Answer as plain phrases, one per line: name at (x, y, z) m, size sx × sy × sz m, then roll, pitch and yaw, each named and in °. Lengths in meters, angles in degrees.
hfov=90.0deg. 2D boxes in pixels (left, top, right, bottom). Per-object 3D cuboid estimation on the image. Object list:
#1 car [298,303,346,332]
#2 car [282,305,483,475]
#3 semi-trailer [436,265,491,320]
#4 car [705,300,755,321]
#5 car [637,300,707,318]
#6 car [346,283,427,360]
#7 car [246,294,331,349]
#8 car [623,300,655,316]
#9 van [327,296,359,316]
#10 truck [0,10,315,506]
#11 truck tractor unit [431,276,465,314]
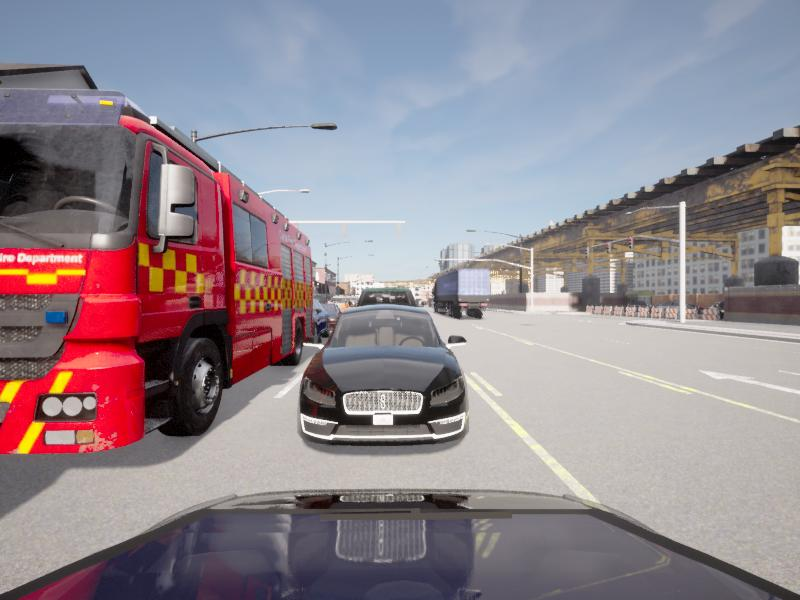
car at (-4.248, 0.897, 22.560) m, size 2.033 × 1.411 × 5.357 m, roll 0°, pitch 0°, yaw -4°
car at (-0.220, 0.845, 6.104) m, size 1.837 × 1.490 × 4.892 m, roll 0°, pitch 0°, yaw -2°
semi-trailer at (5.778, -0.620, 39.351) m, size 2.717 × 4.402 × 14.254 m, roll 0°, pitch 0°, yaw -2°
car at (26.240, 0.796, 32.028) m, size 2.038 × 1.542 × 4.974 m, roll 0°, pitch 0°, yaw 27°
car at (25.288, 0.796, 37.368) m, size 2.038 × 1.542 × 4.974 m, roll 0°, pitch 0°, yaw -38°
car at (-0.444, 0.568, 13.466) m, size 2.150 × 2.045 × 5.566 m, roll 0°, pitch 0°, yaw -2°
car at (-3.999, 0.694, 15.235) m, size 2.097 × 1.767 × 4.553 m, roll 0°, pitch 0°, yaw -2°
car at (25.138, 0.796, 41.974) m, size 2.038 × 1.542 × 4.974 m, roll 0°, pitch 0°, yaw 42°
van at (-5.918, 0.603, 42.076) m, size 1.775 × 1.987 × 4.442 m, roll 0°, pitch 0°, yaw 15°
truck at (-3.763, -0.320, 7.296) m, size 2.891 × 3.827 × 8.468 m, roll 0°, pitch 0°, yaw -2°
truck tractor unit at (5.532, -0.526, 47.263) m, size 3.053 × 4.208 × 6.516 m, roll 0°, pitch 0°, yaw -2°
